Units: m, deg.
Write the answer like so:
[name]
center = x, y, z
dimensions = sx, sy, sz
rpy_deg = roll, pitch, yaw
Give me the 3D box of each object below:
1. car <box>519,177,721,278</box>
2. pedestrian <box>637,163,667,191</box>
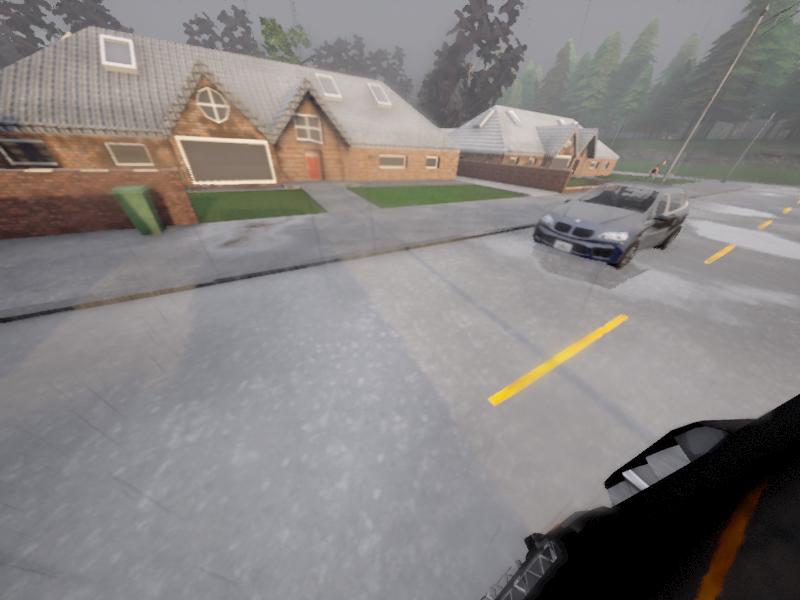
[car]
center = 6.007, -2.310, 6.416
dimensions = 4.611, 1.667, 2.242
rpy_deg = -16, 38, -26
[pedestrian]
center = 20.007, -9.785, 18.386
dimensions = 0.751, 1.860, 0.751
rpy_deg = -17, 38, -27
